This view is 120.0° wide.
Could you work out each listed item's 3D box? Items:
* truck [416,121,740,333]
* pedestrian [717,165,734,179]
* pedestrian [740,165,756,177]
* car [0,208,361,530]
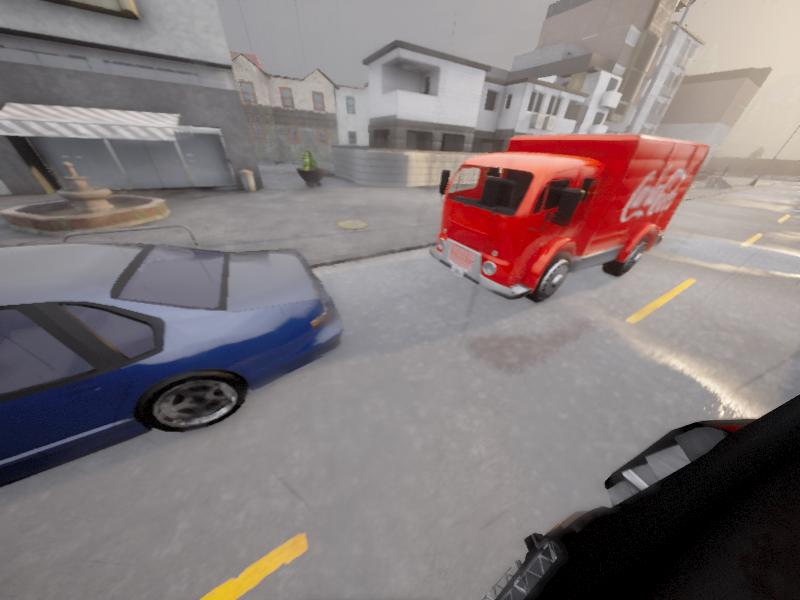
[{"bbox_3d":[3.299,-1.865,4.752,5.204,2.467,2.627,-17,38,-25],"label":"truck"},{"bbox_3d":[50.392,-19.880,35.810,0.751,1.860,0.751,-24,42,-34],"label":"pedestrian"},{"bbox_3d":[68.691,-25.499,45.632,0.751,1.860,0.751,18,37,22],"label":"pedestrian"},{"bbox_3d":[-3.239,0.450,1.765,5.357,1.411,2.033,-16,38,-26],"label":"car"}]
